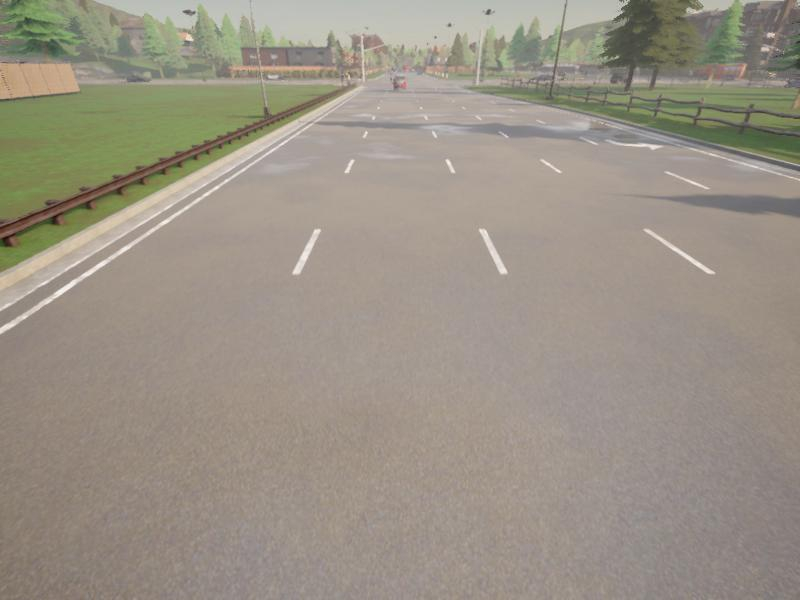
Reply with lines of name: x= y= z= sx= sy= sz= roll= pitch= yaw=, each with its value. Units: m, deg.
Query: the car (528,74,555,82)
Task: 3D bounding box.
car: x=29.868 y=-46.860 z=84.394 sx=4.892 sy=1.490 sz=1.837 roll=0 pitch=30 yaw=0

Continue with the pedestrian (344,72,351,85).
pedestrian: x=-8.738 y=-37.019 z=66.897 sx=0.751 sy=1.860 sz=0.751 roll=20 pitch=36 yaw=30

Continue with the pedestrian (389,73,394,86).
pedestrian: x=-1.343 y=-36.427 z=66.193 sx=0.751 sy=1.860 sz=0.751 roll=2 pitch=30 yaw=4

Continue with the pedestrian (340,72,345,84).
pedestrian: x=-9.949 y=-38.195 z=68.898 sx=0.751 sy=1.860 sz=0.751 roll=-4 pitch=31 yaw=-7

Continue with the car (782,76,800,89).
car: x=61.245 y=-32.987 z=60.614 sx=2.033 sy=1.649 sz=4.856 roll=0 pitch=30 yaw=0

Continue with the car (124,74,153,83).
car: x=-51.075 y=-43.228 z=78.196 sx=4.193 sy=1.474 sz=1.816 roll=0 pitch=30 yaw=0

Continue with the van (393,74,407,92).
van: x=-0.008 y=-29.768 z=54.762 sx=1.775 sy=1.987 sz=4.442 roll=0 pitch=30 yaw=0
